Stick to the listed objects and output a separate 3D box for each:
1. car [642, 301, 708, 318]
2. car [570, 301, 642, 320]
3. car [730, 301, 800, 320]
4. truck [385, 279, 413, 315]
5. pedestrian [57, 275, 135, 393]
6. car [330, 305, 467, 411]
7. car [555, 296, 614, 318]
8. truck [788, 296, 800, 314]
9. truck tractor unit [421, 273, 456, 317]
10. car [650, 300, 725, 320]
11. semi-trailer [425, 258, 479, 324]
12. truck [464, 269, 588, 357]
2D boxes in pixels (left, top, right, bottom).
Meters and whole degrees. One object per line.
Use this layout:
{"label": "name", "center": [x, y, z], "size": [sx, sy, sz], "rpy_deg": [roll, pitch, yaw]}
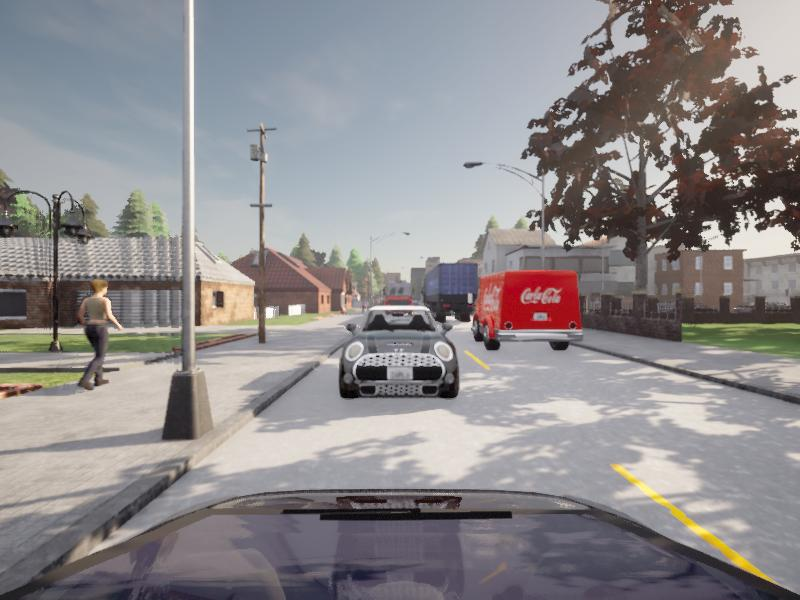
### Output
{"label": "car", "center": [25.660, 0.868, 37.467], "size": [4.892, 1.490, 1.837], "rpy_deg": [0, 0, 0]}
{"label": "car", "center": [17.134, 0.859, 33.472], "size": [4.902, 1.511, 2.128], "rpy_deg": [0, 0, 0]}
{"label": "car", "center": [30.722, 0.856, 33.259], "size": [4.902, 1.511, 2.128], "rpy_deg": [0, 0, -3]}
{"label": "truck", "center": [-0.137, -0.284, 45.992], "size": [2.891, 3.827, 8.468], "rpy_deg": [0, 0, 0]}
{"label": "pedestrian", "center": [-5.113, 0.540, 6.764], "size": [0.751, 1.860, 0.751], "rpy_deg": [0, 0, 13]}
{"label": "car", "center": [-0.017, 0.860, 7.659], "size": [1.970, 1.475, 3.806], "rpy_deg": [0, 0, 0]}
{"label": "car", "center": [17.213, 0.670, 37.417], "size": [4.605, 1.855, 1.932], "rpy_deg": [-2, 0, 0]}
{"label": "truck", "center": [49.165, 0.569, 46.264], "size": [2.390, 2.098, 6.274], "rpy_deg": [0, 0, 0]}
{"label": "truck tractor unit", "center": [3.880, -0.490, 41.735], "size": [3.053, 4.208, 6.516], "rpy_deg": [0, 0, 0]}
{"label": "car", "center": [23.864, 0.799, 33.299], "size": [4.856, 1.649, 2.033], "rpy_deg": [0, 0, -2]}
{"label": "semi-trailer", "center": [3.906, -0.592, 33.823], "size": [2.717, 4.402, 14.254], "rpy_deg": [0, 0, 0]}
{"label": "truck", "center": [3.967, 0.367, 13.869], "size": [2.627, 2.467, 5.204], "rpy_deg": [0, 0, 0]}
